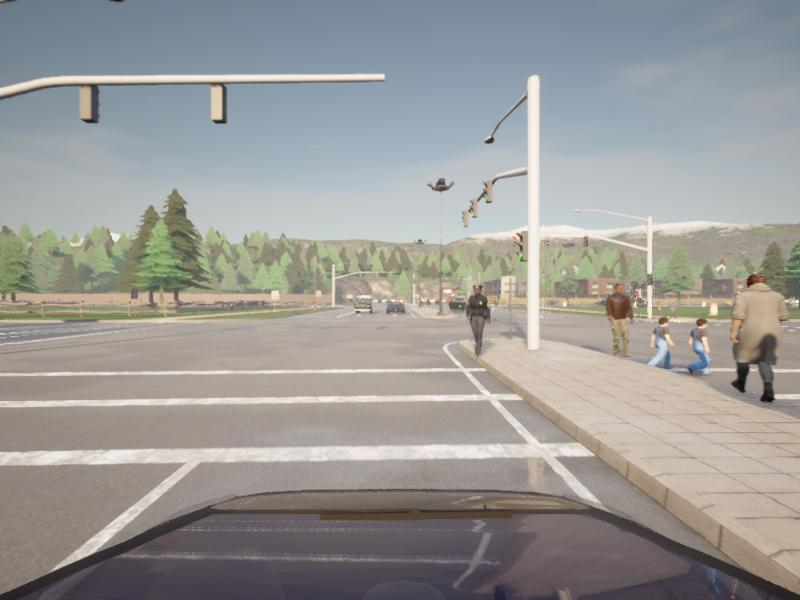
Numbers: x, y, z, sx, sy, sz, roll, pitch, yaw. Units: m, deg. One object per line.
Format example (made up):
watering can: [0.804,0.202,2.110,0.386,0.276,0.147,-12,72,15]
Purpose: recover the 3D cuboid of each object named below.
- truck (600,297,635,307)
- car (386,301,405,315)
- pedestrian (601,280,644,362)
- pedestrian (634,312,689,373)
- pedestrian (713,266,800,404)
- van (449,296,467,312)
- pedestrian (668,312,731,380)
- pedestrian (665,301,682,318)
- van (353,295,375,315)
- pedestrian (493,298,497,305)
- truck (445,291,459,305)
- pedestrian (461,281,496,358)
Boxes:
truck: [47.425,0.396,87.390,6.274,2.098,2.390,0,0,-1]
car: [-0.459,0.836,43.490,1.994,1.385,4.181,0,0,0]
pedestrian: [5.275,0.468,9.542,0.751,1.860,0.751,0,0,16]
pedestrian: [5.828,0.922,8.949,0.751,1.300,0.751,0,0,0]
pedestrian: [5.203,0.474,5.890,0.751,1.860,0.751,0,0,23]
van: [7.505,0.515,52.061,1.775,1.987,4.442,0,0,0]
pedestrian: [6.104,0.903,8.195,0.751,1.300,0.751,0,0,4]
pedestrian: [20.798,0.714,30.443,0.751,1.300,0.751,0,0,3]
van: [-3.963,0.495,44.356,2.069,2.038,4.480,0,1,0]
pedestrian: [23.507,0.325,99.249,0.751,1.860,0.751,0,0,-17]
truck: [14.269,-0.501,110.016,2.891,3.827,8.468,0,0,0]
pedestrian: [1.991,0.467,10.103,0.751,1.860,0.751,0,0,21]
